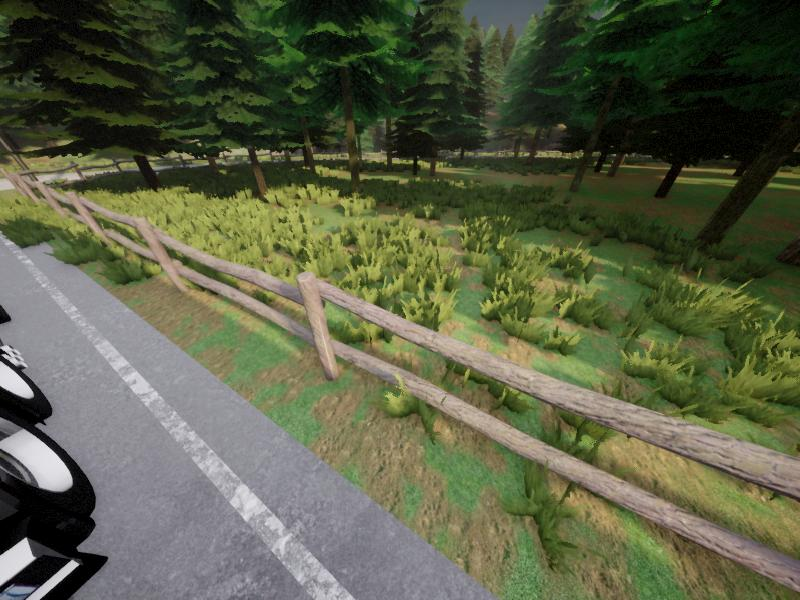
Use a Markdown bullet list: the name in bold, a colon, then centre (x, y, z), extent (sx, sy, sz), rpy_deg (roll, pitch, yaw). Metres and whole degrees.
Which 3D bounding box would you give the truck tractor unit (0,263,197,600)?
- **truck tractor unit**: centre (-5.109, -0.303, 0.782), extent (6.516, 4.208, 3.053), rpy_deg (18, 39, 24)
